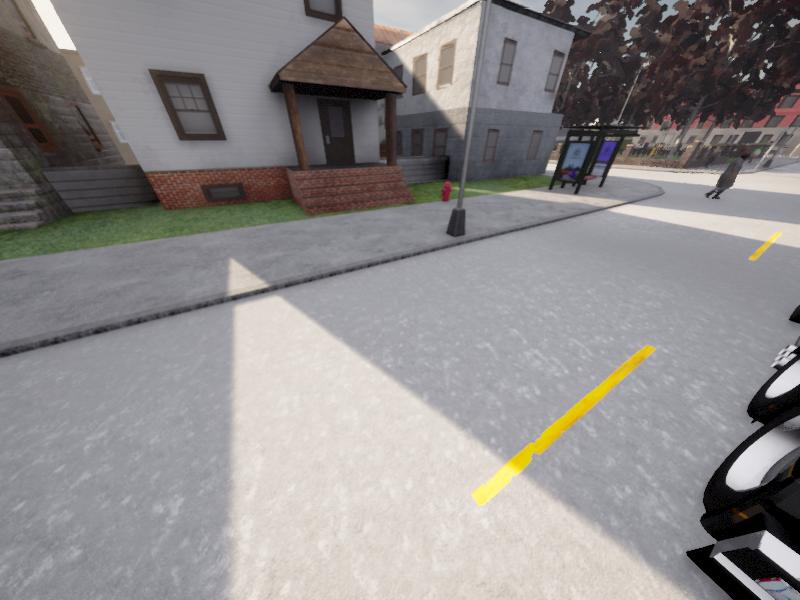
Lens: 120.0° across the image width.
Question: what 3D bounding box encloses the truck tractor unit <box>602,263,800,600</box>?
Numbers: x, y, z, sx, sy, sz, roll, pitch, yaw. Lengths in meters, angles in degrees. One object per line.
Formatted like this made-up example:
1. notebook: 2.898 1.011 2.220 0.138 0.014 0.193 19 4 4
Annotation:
1. truck tractor unit: 5.109 -0.302 0.786 6.516 4.208 3.053 -18 39 -24

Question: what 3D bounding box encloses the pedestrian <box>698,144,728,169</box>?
1. pedestrian: 28.441 -13.027 21.002 0.751 1.860 0.751 -19 39 -26

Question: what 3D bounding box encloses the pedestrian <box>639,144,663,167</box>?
1. pedestrian: 24.025 -13.833 22.133 0.751 1.860 0.751 -27 43 -33

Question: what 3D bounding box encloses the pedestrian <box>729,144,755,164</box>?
1. pedestrian: 38.333 -16.426 25.935 0.751 1.860 0.751 -18 39 -24

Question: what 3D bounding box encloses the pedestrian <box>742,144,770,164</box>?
1. pedestrian: 39.912 -16.424 25.943 0.751 1.860 0.751 -14 37 -19

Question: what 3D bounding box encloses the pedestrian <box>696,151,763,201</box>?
1. pedestrian: 14.626 -5.530 10.348 0.751 1.860 0.751 17 38 23
